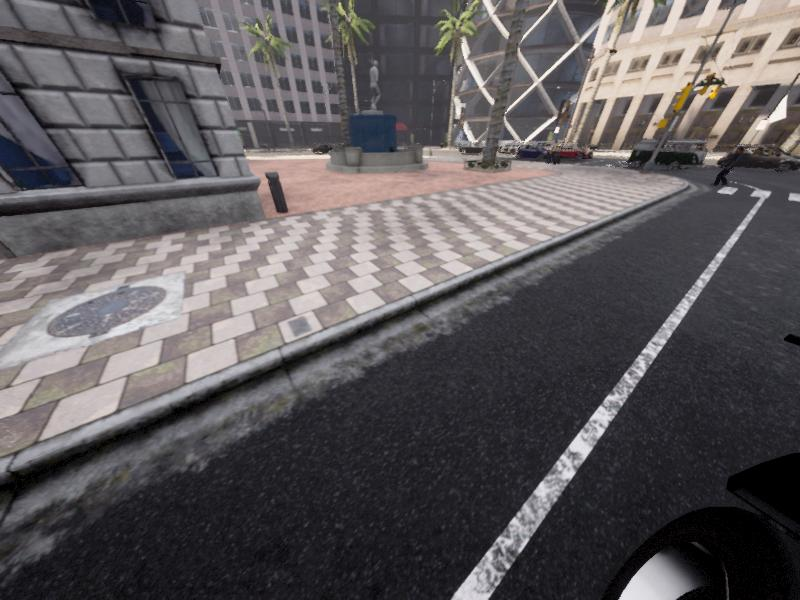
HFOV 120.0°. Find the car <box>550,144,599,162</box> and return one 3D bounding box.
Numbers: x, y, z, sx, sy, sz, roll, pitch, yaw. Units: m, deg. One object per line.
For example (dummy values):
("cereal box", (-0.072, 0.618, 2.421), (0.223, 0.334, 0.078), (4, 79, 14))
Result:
("car", (19.855, -16.903, 26.481), (1.970, 1.475, 3.806), (-24, 42, -30))

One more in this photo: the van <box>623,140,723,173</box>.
("van", (21.288, -11.527, 18.394), (1.775, 1.987, 4.442), (-12, 37, -16))

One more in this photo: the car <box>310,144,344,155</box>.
("car", (-11.558, -23.977, 36.775), (4.674, 1.442, 1.812), (-3, 35, -4))

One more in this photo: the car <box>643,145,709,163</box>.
("car", (29.852, -15.929, 25.122), (1.994, 1.385, 4.181), (-22, 41, -28))

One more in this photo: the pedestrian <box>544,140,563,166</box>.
("pedestrian", (13.045, -12.539, 19.698), (0.751, 1.860, 0.751), (11, 37, 16))

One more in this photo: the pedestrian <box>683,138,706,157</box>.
("pedestrian", (34.618, -17.916, 27.174), (0.751, 1.860, 0.751), (14, 38, 20))

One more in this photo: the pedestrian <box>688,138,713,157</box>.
("pedestrian", (35.628, -18.092, 27.416), (0.751, 1.860, 0.751), (7, 36, 11))

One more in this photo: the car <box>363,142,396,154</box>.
("car", (-3.424, -25.843, 39.194), (5.238, 1.638, 1.930), (5, 35, 7))

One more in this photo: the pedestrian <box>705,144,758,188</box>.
("pedestrian", (16.957, -6.876, 11.895), (0.751, 1.860, 0.751), (-29, 44, -34))

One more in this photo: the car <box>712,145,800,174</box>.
("car", (27.580, -10.787, 17.632), (1.851, 1.617, 3.988), (-22, 41, -28))

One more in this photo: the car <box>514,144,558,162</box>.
("car", (15.472, -16.929, 26.505), (1.845, 1.501, 3.633), (-25, 42, -31))

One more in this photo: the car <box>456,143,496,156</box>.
("car", (11.166, -22.315, 34.197), (4.902, 1.511, 2.128), (21, 41, 28))

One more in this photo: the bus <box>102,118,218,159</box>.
("bus", (-33.278, -22.944, 33.030), (10.273, 4.253, 3.944), (-25, 41, -30))

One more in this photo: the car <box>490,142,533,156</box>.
("car", (16.416, -22.513, 34.326), (5.238, 1.638, 1.930), (29, 45, 35))
